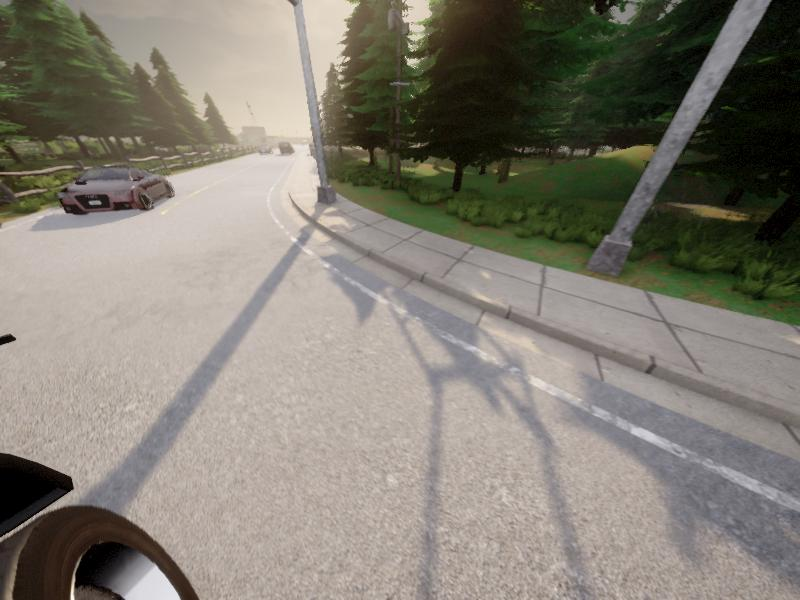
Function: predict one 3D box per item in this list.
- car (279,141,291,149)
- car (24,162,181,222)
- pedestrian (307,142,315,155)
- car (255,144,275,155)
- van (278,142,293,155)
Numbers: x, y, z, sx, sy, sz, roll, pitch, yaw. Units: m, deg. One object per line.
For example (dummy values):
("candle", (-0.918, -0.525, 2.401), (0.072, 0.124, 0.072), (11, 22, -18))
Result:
("car", (-34.164, -46.029, 68.571), (2.150, 2.045, 5.566), (-9, 36, -14))
("car", (-10.764, -4.375, 8.953), (1.994, 1.385, 4.181), (-13, 37, -20))
("pedestrian", (-15.220, -25.915, 39.534), (0.751, 1.860, 0.751), (-1, 34, -2))
("car", (-24.234, -27.036, 41.563), (2.128, 1.511, 4.902), (-9, 36, -14))
("van", (-20.808, -27.654, 42.132), (1.775, 1.987, 4.442), (-9, 36, -15))
